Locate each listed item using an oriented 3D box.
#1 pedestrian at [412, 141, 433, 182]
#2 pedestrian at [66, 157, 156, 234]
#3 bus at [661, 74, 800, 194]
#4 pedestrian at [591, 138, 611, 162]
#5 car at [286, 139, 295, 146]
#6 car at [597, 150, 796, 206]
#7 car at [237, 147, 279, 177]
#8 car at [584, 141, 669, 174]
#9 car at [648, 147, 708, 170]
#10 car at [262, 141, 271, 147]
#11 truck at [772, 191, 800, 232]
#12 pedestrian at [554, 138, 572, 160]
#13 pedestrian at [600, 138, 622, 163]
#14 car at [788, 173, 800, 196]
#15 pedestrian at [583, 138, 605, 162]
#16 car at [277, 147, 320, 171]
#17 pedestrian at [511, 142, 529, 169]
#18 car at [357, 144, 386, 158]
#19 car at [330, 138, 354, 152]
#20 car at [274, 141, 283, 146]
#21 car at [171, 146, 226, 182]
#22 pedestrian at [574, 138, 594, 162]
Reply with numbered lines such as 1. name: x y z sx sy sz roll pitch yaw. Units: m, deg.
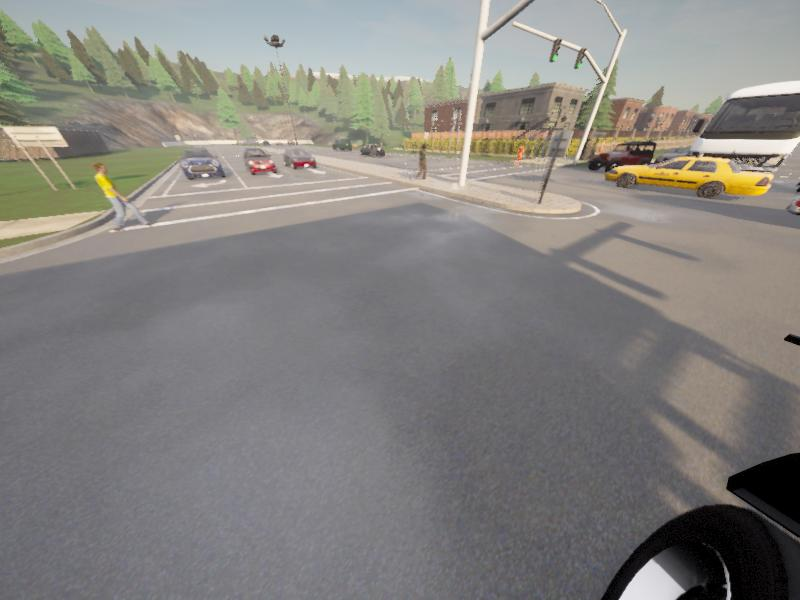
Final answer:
1. pedestrian: 1.238 -7.737 12.921 0.751 1.860 0.751 -22 41 -28
2. pedestrian: -8.098 -2.984 6.621 0.751 1.860 0.751 -24 42 -30
3. bus: 20.448 -9.307 13.198 10.273 4.253 3.944 -22 41 -28
4. pedestrian: 19.056 -14.203 21.904 0.751 1.860 0.751 25 42 31
5. car: -37.549 -54.072 79.231 2.097 1.767 4.553 -11 37 -14
6. car: 13.007 -5.879 10.737 1.801 1.575 5.366 -22 41 -27
7. car: -10.824 -10.563 17.560 1.851 1.617 3.988 -22 41 -27
8. car: 16.390 -10.475 16.932 3.866 1.878 1.905 -4 35 -5
9. car: 23.239 -11.886 19.317 4.181 1.385 1.994 -21 40 -26
10. car: -42.118 -49.332 72.811 1.837 1.490 4.892 -14 37 -18
11. truck: 13.441 -2.294 4.896 2.627 2.467 5.204 -22 41 -27
12. pedestrian: 16.848 -15.627 23.940 0.751 1.860 0.751 -21 40 -27
13. pedestrian: 19.530 -13.883 21.447 0.751 1.860 0.751 30 45 35
14. car: 20.357 -5.768 10.563 4.902 1.511 2.128 -22 41 -28
15. pedestrian: 18.662 -14.470 22.286 0.751 1.860 0.751 -19 39 -25
16. car: -9.189 -12.721 20.707 2.163 1.488 4.792 -22 40 -27
17. pedestrian: 10.344 -12.476 19.948 0.751 1.860 0.751 -28 43 -33
18. car: -3.937 -20.716 31.976 1.970 1.475 3.806 -27 43 -32
19. car: -11.328 -30.070 44.789 2.150 2.045 5.566 -22 41 -28
20. car: -39.786 -51.340 75.802 1.895 1.301 4.718 -11 37 -15
21. car: -13.779 -9.545 15.984 2.097 1.767 4.553 -22 40 -27
22. pedestrian: 17.778 -14.498 22.333 0.751 1.860 0.751 10 37 14
